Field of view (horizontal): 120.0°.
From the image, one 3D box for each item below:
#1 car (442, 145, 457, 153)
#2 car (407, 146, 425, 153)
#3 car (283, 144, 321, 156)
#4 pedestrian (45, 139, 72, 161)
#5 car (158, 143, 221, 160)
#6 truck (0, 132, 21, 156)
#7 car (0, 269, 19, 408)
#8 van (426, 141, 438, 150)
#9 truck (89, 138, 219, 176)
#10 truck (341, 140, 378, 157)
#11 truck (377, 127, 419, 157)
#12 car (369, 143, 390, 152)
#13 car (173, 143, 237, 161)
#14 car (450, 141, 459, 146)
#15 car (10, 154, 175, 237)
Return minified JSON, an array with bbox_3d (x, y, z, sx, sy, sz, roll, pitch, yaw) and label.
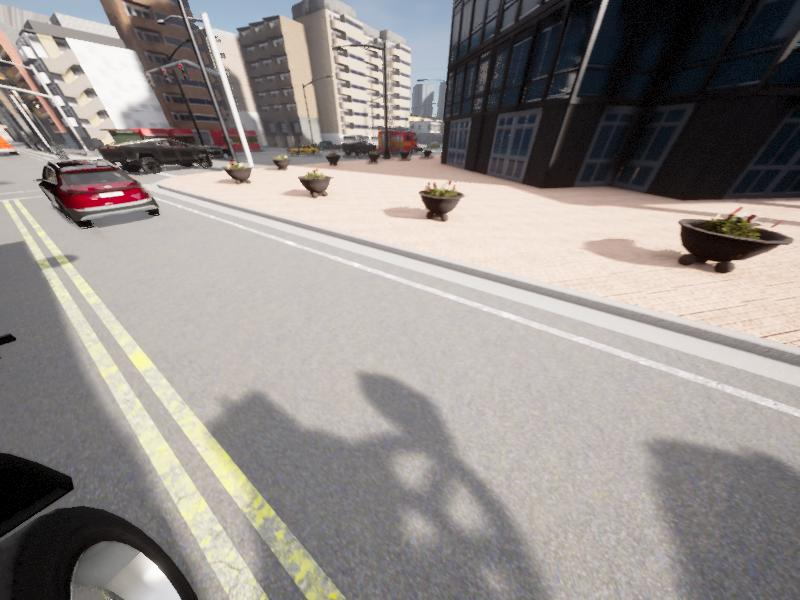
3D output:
[{"bbox_3d":[12.239,-37.253,56.840,1.812,1.442,4.674,20,39,26],"label":"car"},{"bbox_3d":[3.488,-33.218,50.919,1.895,1.301,4.718,21,39,26],"label":"car"},{"bbox_3d":[-15.524,-24.069,36.955,1.801,1.575,5.366,20,39,26],"label":"car"},{"bbox_3d":[-35.838,-15.736,24.269,0.751,1.860,0.751,24,42,30],"label":"pedestrian"},{"bbox_3d":[-26.008,-18.587,28.757,1.930,1.638,5.238,20,39,25],"label":"car"},{"bbox_3d":[-53.719,-20.615,30.501,5.204,2.467,2.627,21,40,26],"label":"truck"},{"bbox_3d":[-6.628,0.078,2.430,4.974,1.542,2.038,22,41,27],"label":"car"},{"bbox_3d":[9.611,-46.289,69.250,1.775,1.987,4.442,20,40,26],"label":"van"},{"bbox_3d":[-18.059,-11.077,17.690,2.390,2.098,6.274,8,36,12],"label":"truck"},{"bbox_3d":[-6.458,-24.851,37.836,2.390,2.098,6.274,20,39,26],"label":"truck"},{"bbox_3d":[-0.195,-27.344,40.074,2.891,3.827,8.468,21,39,26],"label":"truck"},{"bbox_3d":[-4.447,-34.057,51.590,2.033,1.649,4.856,20,39,26],"label":"car"},{"bbox_3d":[-22.924,-17.612,27.411,1.930,1.638,5.238,21,39,26],"label":"car"},{"bbox_3d":[21.029,-60.433,88.997,1.789,1.549,3.705,20,41,26],"label":"car"},{"bbox_3d":[-10.138,-3.692,7.636,4.856,1.649,2.033,21,40,26],"label":"car"}]
